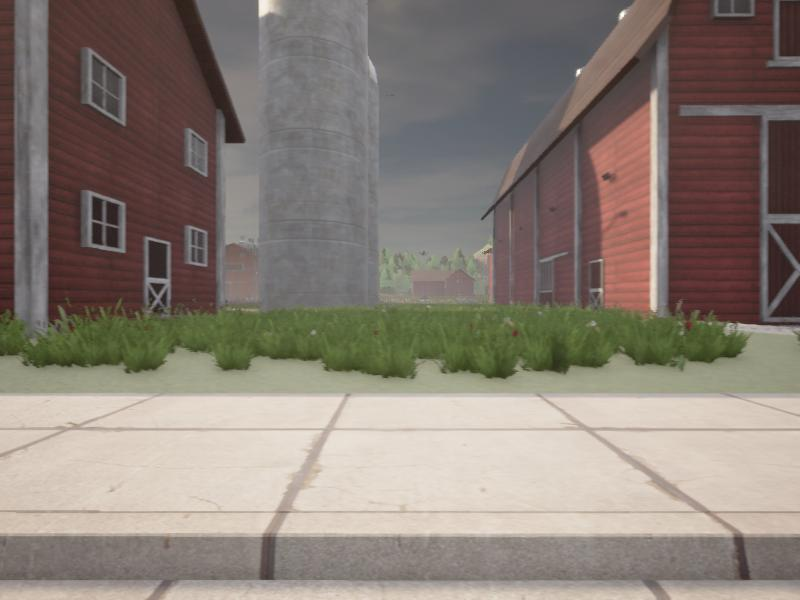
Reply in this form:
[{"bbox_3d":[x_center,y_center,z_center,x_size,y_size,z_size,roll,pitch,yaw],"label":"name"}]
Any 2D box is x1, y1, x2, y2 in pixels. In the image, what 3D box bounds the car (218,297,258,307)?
[{"bbox_3d":[-24.840,0.302,61.617,5.357,1.411,2.033,0,0,0],"label":"car"}]
